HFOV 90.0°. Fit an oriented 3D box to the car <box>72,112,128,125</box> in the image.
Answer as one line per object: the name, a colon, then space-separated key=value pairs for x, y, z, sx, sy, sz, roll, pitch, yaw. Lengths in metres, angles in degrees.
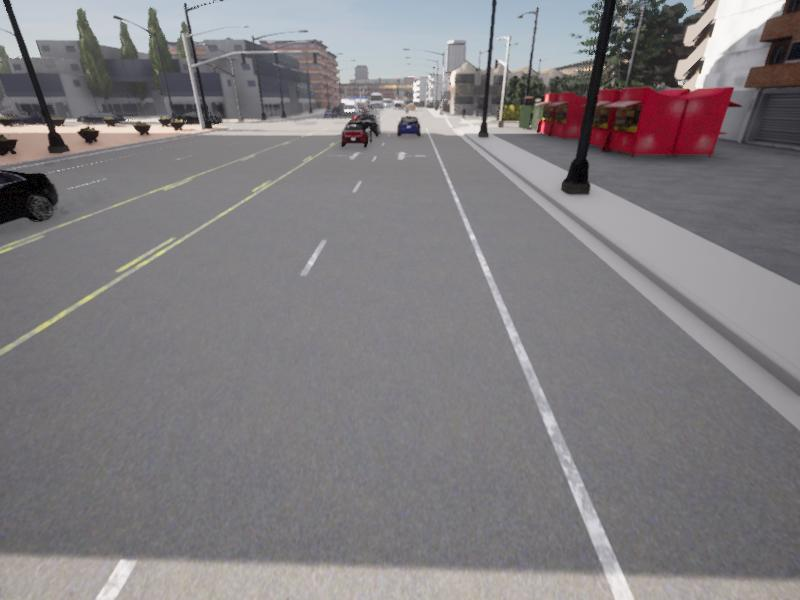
car: x=-37.924 y=-23.054 z=50.696 sx=5.357 sy=1.411 sz=2.033 roll=1 pitch=26 yaw=2

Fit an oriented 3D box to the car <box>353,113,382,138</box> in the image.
car: x=-2.694 y=-15.099 z=34.475 sx=1.930 sy=1.638 sz=5.238 roll=1 pitch=27 yaw=1

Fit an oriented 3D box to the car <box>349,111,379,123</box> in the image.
car: x=-4.918 y=-25.226 z=55.083 sx=1.994 sy=1.385 sz=4.181 roll=16 pitch=30 yaw=29

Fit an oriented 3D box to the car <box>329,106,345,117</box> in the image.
car: x=-11.872 y=-35.588 z=75.576 sx=1.930 sy=1.638 sz=5.238 roll=1 pitch=27 yaw=2

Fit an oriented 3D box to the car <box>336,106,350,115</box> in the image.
car: x=-11.676 y=-38.885 z=82.093 sx=1.882 sy=1.535 sz=5.008 roll=1 pitch=27 yaw=2

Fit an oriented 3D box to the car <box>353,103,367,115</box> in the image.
car: x=-8.160 y=-39.207 z=82.151 sx=2.150 sy=2.045 sz=5.566 roll=1 pitch=27 yaw=2

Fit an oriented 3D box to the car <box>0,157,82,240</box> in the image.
car: x=-10.518 y=-2.177 z=9.294 sx=2.128 sy=1.511 sz=4.902 roll=1 pitch=27 yaw=1

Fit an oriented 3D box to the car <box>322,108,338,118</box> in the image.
car: x=-12.083 y=-32.389 z=69.385 sx=1.816 sy=1.474 sz=4.193 roll=1 pitch=26 yaw=2

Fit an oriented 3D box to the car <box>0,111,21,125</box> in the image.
car: x=-51.990 y=-23.544 z=51.643 sx=4.514 sy=1.525 sz=2.007 roll=6 pitch=27 yaw=13

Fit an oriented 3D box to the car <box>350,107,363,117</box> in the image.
car: x=-8.274 y=-35.883 z=76.356 sx=1.812 sy=1.442 sz=4.674 roll=1 pitch=27 yaw=2

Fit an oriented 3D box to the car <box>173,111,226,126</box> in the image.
car: x=-23.534 y=-21.345 z=47.045 sx=5.008 sy=1.535 sz=1.882 roll=1 pitch=26 yaw=2

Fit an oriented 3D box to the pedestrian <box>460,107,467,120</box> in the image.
pedestrian: x=9.850 y=-28.926 z=61.945 sx=0.751 sy=1.860 sz=0.751 roll=-2 pitch=26 yaw=-4

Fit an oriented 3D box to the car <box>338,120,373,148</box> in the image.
car: x=-2.933 y=-11.455 z=27.472 sx=1.816 sy=1.474 sz=4.193 roll=1 pitch=27 yaw=1

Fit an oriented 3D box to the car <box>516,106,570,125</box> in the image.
car: x=17.341 y=-22.485 z=48.721 sx=5.566 sy=2.045 sz=2.150 roll=1 pitch=26 yaw=2

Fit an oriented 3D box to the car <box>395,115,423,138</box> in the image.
car: x=0.790 y=-14.898 z=34.241 sx=2.163 sy=1.488 sz=4.792 roll=1 pitch=27 yaw=2

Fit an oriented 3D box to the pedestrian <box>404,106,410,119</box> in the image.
pedestrian: x=1.161 y=-31.087 z=66.299 sx=0.751 sy=1.860 sz=0.751 roll=-16 pitch=30 yaw=-29

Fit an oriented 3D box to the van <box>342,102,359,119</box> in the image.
van: x=-8.553 y=-33.150 z=69.708 sx=1.988 sy=2.561 sz=5.915 roll=1 pitch=27 yaw=1

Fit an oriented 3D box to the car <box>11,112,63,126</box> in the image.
car: x=-43.173 y=-21.628 z=47.707 sx=4.193 sy=1.474 sz=1.816 roll=1 pitch=26 yaw=2
